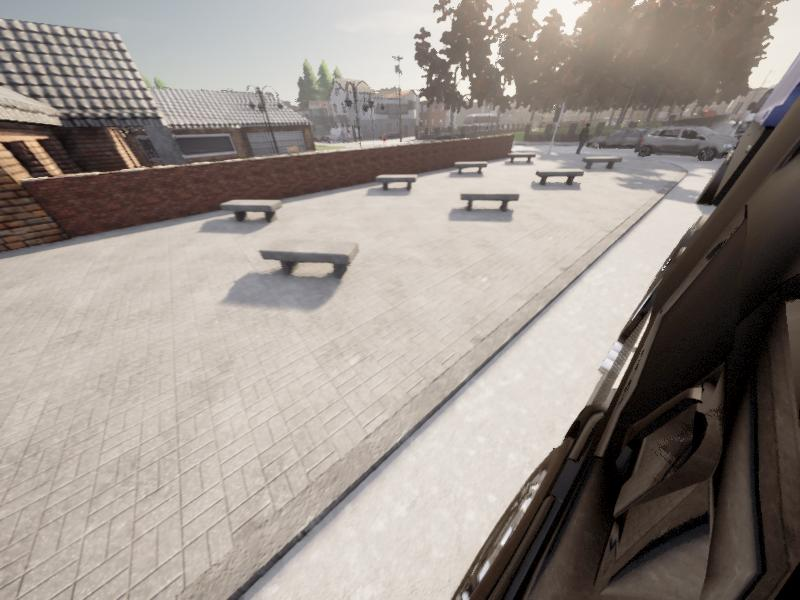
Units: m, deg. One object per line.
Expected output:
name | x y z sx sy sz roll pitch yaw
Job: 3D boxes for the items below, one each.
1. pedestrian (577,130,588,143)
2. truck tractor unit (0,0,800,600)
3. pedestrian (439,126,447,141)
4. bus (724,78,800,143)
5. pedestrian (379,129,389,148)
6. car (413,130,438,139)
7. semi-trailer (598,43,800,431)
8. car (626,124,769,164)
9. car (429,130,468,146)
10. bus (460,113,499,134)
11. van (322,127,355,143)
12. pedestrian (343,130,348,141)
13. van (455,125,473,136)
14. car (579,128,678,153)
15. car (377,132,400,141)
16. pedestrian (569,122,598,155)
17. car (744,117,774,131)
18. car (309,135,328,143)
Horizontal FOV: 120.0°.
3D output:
pedestrian | 19.665 -17.588 24.867 0.500 1.100 0.500 -28 44 -30
truck tractor unit | 2.645 -0.295 0.351 6.516 4.208 3.053 -28 44 -30
pedestrian | 6.858 -26.624 36.990 0.751 1.860 0.751 -30 45 -32
bus | 35.670 -17.769 21.803 10.273 4.253 3.944 -28 44 -30
pedestrian | -2.000 -20.072 28.744 0.751 1.860 0.751 -22 41 -24
car | 5.622 -36.344 50.619 5.357 1.411 2.033 -27 43 -29
semi-trailer | 8.700 -3.587 4.250 14.254 4.402 2.717 -28 44 -30
car | 17.468 -9.546 14.004 2.242 1.667 4.611 -15 39 -17
car | 6.390 -21.856 31.141 1.882 1.535 5.008 -28 44 -30
bus | 22.018 -48.738 63.852 10.273 4.253 3.944 -23 42 -26
van | -12.925 -34.565 48.414 6.366 2.431 2.351 17 41 24
pedestrian | -12.164 -36.803 51.636 0.751 1.860 0.751 -21 41 -23
van | 15.689 -41.682 56.684 4.442 1.987 1.775 -29 45 -31
car | 18.370 -13.078 18.893 2.033 1.411 5.357 -27 43 -29
car | -2.411 -35.094 49.480 4.718 1.301 1.895 -27 43 -29
pedestrian | 12.961 -11.410 16.352 0.751 1.860 0.751 -13 38 -14
car | 56.436 -27.718 36.354 5.238 1.638 1.930 -28 44 -30
car | -17.540 -34.560 49.546 1.994 1.385 4.181 -28 44 -30
